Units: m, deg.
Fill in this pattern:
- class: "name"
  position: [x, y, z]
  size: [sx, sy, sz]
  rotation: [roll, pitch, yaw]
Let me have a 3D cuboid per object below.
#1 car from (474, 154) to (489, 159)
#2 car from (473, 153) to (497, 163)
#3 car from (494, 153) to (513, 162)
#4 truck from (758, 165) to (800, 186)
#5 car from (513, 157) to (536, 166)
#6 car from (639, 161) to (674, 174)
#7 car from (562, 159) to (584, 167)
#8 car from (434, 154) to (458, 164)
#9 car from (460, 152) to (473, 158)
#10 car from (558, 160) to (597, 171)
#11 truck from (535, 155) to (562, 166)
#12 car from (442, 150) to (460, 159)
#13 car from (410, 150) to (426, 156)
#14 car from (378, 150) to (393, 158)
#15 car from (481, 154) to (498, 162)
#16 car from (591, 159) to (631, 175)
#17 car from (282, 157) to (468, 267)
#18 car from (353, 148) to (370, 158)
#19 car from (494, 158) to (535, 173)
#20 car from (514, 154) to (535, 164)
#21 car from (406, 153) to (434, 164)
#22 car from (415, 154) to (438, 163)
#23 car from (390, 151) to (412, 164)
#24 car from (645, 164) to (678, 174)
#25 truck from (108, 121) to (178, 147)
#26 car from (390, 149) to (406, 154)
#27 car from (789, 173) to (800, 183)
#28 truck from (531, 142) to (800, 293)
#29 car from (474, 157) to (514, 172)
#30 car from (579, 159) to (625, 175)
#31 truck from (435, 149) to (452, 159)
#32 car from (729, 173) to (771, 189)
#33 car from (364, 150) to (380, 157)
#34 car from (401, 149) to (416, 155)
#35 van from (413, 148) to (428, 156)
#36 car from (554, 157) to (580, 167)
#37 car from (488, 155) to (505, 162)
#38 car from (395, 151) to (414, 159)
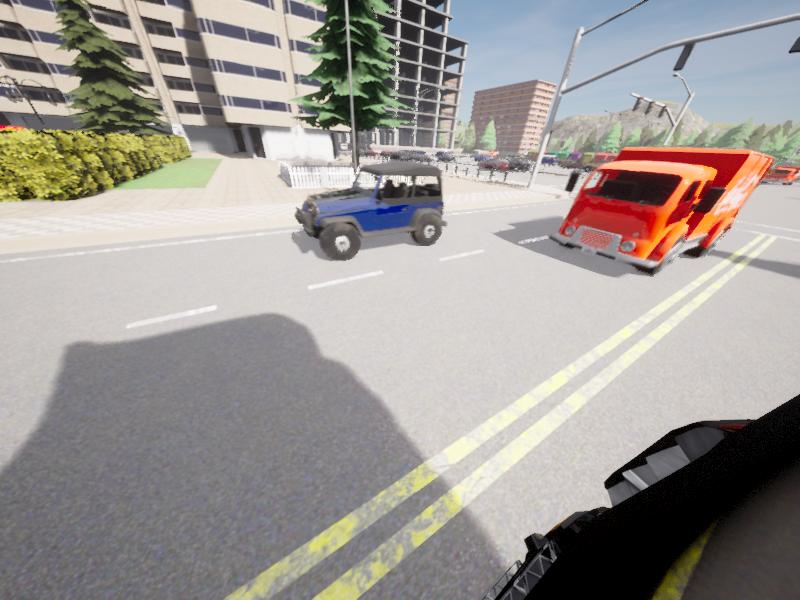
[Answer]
- class: "car"
  position: [31.171, -55.109, 88.440]
  size: [5.357, 1.411, 2.033]
  rotation: [-16, 38, -26]
- class: "car"
  position: [19.300, -32.414, 52.873]
  size: [2.242, 1.667, 4.611]
  rotation: [-16, 38, -26]
- class: "car"
  position: [29.643, -41.012, 66.406]
  size: [1.932, 1.855, 4.605]
  rotation: [-16, 38, -26]
- class: "truck"
  position: [58.399, -18.990, 35.239]
  size: [5.204, 2.467, 2.627]
  rotation: [-15, 37, -25]
- class: "car"
  position: [27.378, -30.523, 50.811]
  size: [1.970, 1.475, 3.806]
  rotation: [-16, 38, -26]
- class: "car"
  position: [50.730, -26.173, 45.724]
  size: [1.905, 1.878, 3.866]
  rotation: [-16, 38, -26]
- class: "car"
  position: [44.494, -35.374, 59.490]
  size: [1.784, 1.438, 3.905]
  rotation: [-16, 38, -26]
- class: "car"
  position: [8.760, -27.163, 44.439]
  size: [1.812, 1.442, 4.674]
  rotation: [-16, 38, -26]
- class: "car"
  position: [26.751, -58.376, 92.897]
  size: [4.611, 1.667, 2.242]
  rotation: [-16, 38, -26]
- class: "car"
  position: [32.893, -25.052, 42.985]
  size: [2.033, 1.415, 5.357]
  rotation: [-16, 38, -26]
- class: "truck"
  position: [34.888, -32.930, 54.454]
  size: [2.069, 2.038, 4.478]
  rotation: [-16, 38, -26]
- class: "car"
  position: [14.253, -40.767, 64.770]
  size: [1.932, 1.855, 4.605]
  rotation: [-16, 38, -26]
- class: "car"
  position: [6.257, -50.236, 78.997]
  size: [4.902, 1.511, 2.128]
  rotation: [-16, 38, -26]
- class: "car"
  position: [-3.598, -35.518, 56.048]
  size: [1.812, 1.442, 4.674]
  rotation: [-16, 38, -26]
- class: "car"
  position: [24.830, -39.430, 64.059]
  size: [1.970, 1.475, 3.806]
  rotation: [-16, 38, -26]
- class: "car"
  position: [33.769, -21.385, 37.094]
  size: [1.905, 1.878, 3.866]
  rotation: [-16, 38, -26]
- class: "car"
  position: [-0.555, -2.420, 5.882]
  size: [3.866, 1.878, 1.905]
  rotation: [-16, 38, -26]
- class: "car"
  position: [-8.621, -32.839, 51.505]
  size: [2.038, 1.542, 4.974]
  rotation: [-16, 38, -26]
- class: "car"
  position: [16.459, -19.599, 33.558]
  size: [1.882, 1.535, 5.008]
  rotation: [-16, 38, -26]
- class: "car"
  position: [31.691, -36.017, 59.033]
  size: [1.905, 1.878, 3.866]
  rotation: [-16, 38, -26]
- class: "car"
  position: [3.355, -24.793, 40.460]
  size: [2.033, 1.411, 5.357]
  rotation: [-16, 38, -26]
- class: "car"
  position: [5.016, -26.953, 43.949]
  size: [1.895, 1.301, 4.718]
  rotation: [-16, 38, -26]
- class: "car"
  position: [0.064, -24.294, 39.241]
  size: [1.851, 1.617, 3.988]
  rotation: [-16, 38, -26]
- class: "car"
  position: [53.230, -26.672, 47.118]
  size: [1.970, 1.475, 3.806]
  rotation: [-16, 38, -26]
- class: "truck"
  position: [-52.705, -34.301, 47.903]
  size: [8.468, 3.827, 2.891]
  rotation: [-15, 38, -26]
- class: "car"
  position: [-0.828, -52.710, 82.105]
  size: [5.357, 1.411, 2.033]
  rotation: [-16, 38, -26]
- class: "car"
  position: [79.805, -24.224, 45.750]
  size: [5.366, 1.575, 1.801]
  rotation: [-15, 37, -25]
- class: "truck"
  position: [6.612, -2.446, 5.986]
  size: [5.204, 2.467, 2.627]
  rotation: [-16, 38, -26]
- class: "car"
  position: [13.109, -19.042, 32.493]
  size: [2.163, 1.488, 4.792]
  rotation: [-16, 38, -26]
- class: "car"
  position: [31.237, -20.711, 35.863]
  size: [1.932, 1.855, 4.605]
  rotation: [-16, 38, -26]
- class: "truck"
  position: [11.787, -40.107, 63.398]
  size: [2.069, 2.038, 4.478]
  rotation: [-16, 38, -26]
- class: "car"
  position: [41.516, -14.157, 27.405]
  size: [3.633, 1.501, 1.845]
  rotation: [-15, 37, -25]
- class: "car"
  position: [-6.606, -34.589, 54.531]
  size: [1.895, 1.301, 4.718]
  rotation: [-16, 38, -26]
- class: "car"
  position: [2.885, -51.644, 80.552]
  size: [4.892, 1.490, 1.837]
  rotation: [-16, 38, -26]
- class: "van"
  position: [6.720, -48.372, 75.682]
  size: [4.480, 2.038, 2.069]
  rotation: [-16, 38, -26]
- class: "car"
  position: [41.965, -34.877, 58.149]
  size: [1.932, 1.855, 4.605]
  rotation: [-16, 38, -26]
- class: "car"
  position: [27.337, -40.160, 65.310]
  size: [1.784, 1.438, 3.905]
  rotation: [-16, 38, -26]
- class: "car"
  position: [1.017, -34.789, 55.371]
  size: [2.033, 1.411, 5.357]
  rotation: [-16, 38, -26]
